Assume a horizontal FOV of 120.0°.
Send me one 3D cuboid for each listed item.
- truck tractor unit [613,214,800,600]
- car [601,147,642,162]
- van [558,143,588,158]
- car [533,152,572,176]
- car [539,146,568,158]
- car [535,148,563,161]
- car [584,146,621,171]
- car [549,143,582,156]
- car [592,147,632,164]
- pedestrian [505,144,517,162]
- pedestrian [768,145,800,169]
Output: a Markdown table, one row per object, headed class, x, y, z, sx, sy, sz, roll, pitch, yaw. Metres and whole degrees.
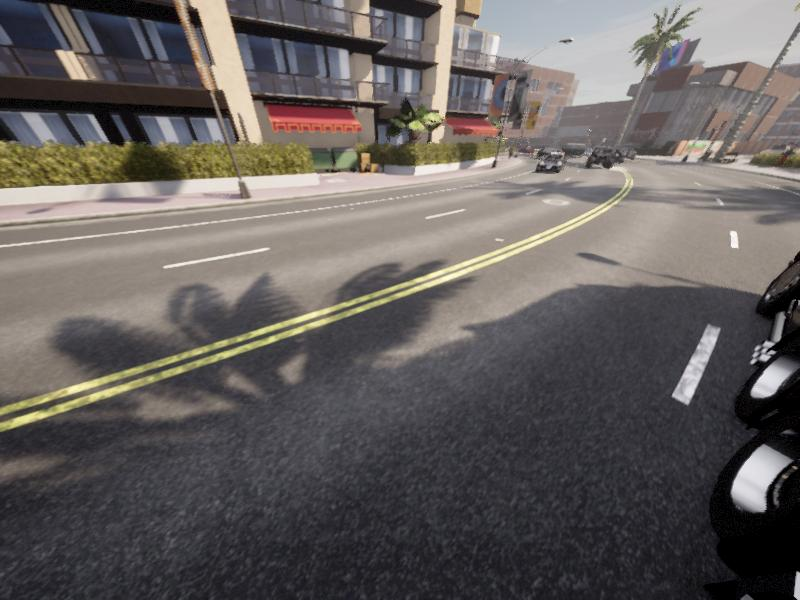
| class | x | y | z | sx | sy | sz | roll | pitch | yaw |
| --- | --- | --- | --- | --- | --- | --- | --- | --- | --- |
| truck tractor unit | 5.022 | -0.378 | 0.907 | 6.516 | 4.208 | 3.053 | -22 | 40 | -28 |
| car | 32.741 | -21.767 | 34.363 | 2.152 | 1.651 | 5.027 | 7 | 35 | 10 |
| van | 29.979 | -26.030 | 40.210 | 1.775 | 1.987 | 4.442 | 2 | 35 | 2 |
| car | 13.377 | -11.981 | 20.196 | 1.970 | 1.475 | 3.806 | 23 | 41 | 29 |
| car | 26.574 | -25.727 | 40.155 | 2.007 | 1.525 | 4.514 | 1 | 35 | 0 |
| car | 22.294 | -22.048 | 34.829 | 1.837 | 1.490 | 4.892 | 7 | 35 | 8 |
| car | 20.247 | -14.327 | 23.270 | 1.905 | 1.878 | 3.866 | 19 | 39 | 25 |
| car | 33.063 | -30.348 | 46.428 | 2.150 | 2.045 | 5.566 | -4 | 34 | -7 |
| car | 28.218 | -19.516 | 31.033 | 2.242 | 1.667 | 4.611 | 11 | 36 | 15 |
| pedestrian | 13.707 | -18.180 | 28.539 | 0.751 | 1.860 | 0.751 | 18 | 38 | 24 |
| pedestrian | 37.569 | -13.935 | 22.513 | 0.751 | 1.860 | 0.751 | 18 | 38 | 24 |
